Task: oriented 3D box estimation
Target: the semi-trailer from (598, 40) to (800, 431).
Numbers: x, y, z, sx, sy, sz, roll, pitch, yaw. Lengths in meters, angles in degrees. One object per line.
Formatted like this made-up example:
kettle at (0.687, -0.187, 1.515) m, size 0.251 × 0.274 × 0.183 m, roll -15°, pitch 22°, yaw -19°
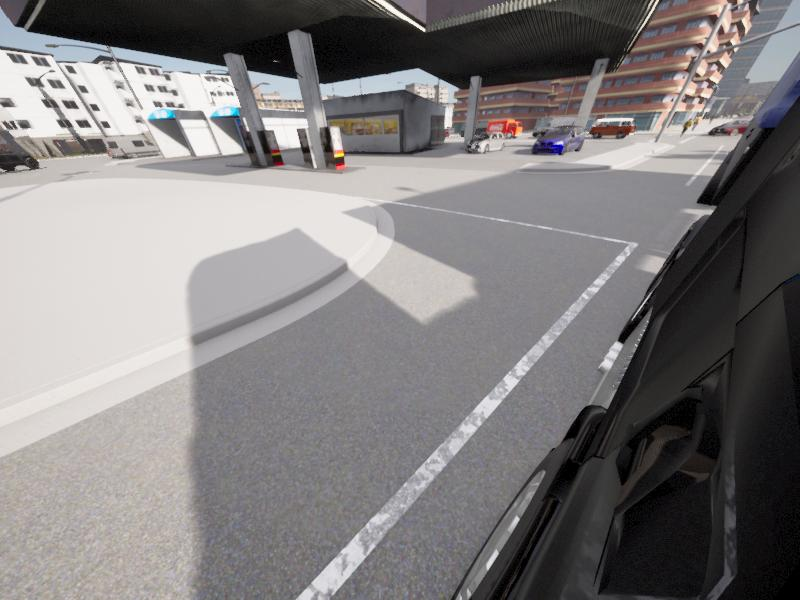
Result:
semi-trailer at (8.691, -3.612, 4.231) m, size 14.254 × 4.402 × 2.717 m, roll -28°, pitch 44°, yaw -30°

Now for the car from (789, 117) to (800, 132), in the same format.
car at (47.714, -20.559, 26.729) m, size 5.238 × 1.638 × 1.930 m, roll -29°, pitch 44°, yaw -30°

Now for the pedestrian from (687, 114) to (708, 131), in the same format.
pedestrian at (41.264, -24.631, 32.096) m, size 0.751 × 1.860 × 0.751 m, roll 1°, pitch 37°, yaw 4°

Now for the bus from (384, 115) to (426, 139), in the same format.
bus at (1.097, -41.614, 55.618) m, size 3.944 × 4.253 × 10.273 m, roll -29°, pitch 44°, yaw -31°

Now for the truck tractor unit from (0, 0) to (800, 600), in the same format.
truck tractor unit at (2.645, -0.295, 0.351) m, size 6.516 × 4.208 × 3.053 m, roll -28°, pitch 44°, yaw -30°

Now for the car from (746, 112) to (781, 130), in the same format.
car at (51.091, -25.225, 32.551) m, size 4.605 × 1.855 × 1.932 m, roll -28°, pitch 44°, yaw -30°

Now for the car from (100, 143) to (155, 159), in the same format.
car at (-41.676, -22.931, 35.548) m, size 2.152 × 1.651 × 5.027 m, roll 6°, pitch 38°, yaw 11°

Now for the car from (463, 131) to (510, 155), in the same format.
car at (7.686, -14.012, 20.553) m, size 3.806 × 1.475 × 1.970 m, roll -28°, pitch 44°, yaw -30°

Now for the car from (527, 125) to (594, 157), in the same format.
car at (11.957, -11.929, 17.232) m, size 4.611 × 1.667 × 2.242 m, roll -28°, pitch 44°, yaw -30°

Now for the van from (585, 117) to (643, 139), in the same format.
van at (26.180, -21.076, 28.443) m, size 2.069 × 2.038 × 4.480 m, roll -29°, pitch 44°, yaw -31°

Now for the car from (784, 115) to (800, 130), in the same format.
car at (53.104, -23.400, 30.318) m, size 4.792 × 1.488 × 2.163 m, roll -28°, pitch 44°, yaw -30°

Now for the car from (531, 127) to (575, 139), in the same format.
car at (21.689, -23.792, 32.976) m, size 1.895 × 1.301 × 4.718 m, roll -29°, pitch 44°, yaw -31°

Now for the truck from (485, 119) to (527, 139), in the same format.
truck at (16.880, -27.422, 37.147) m, size 2.627 × 2.467 × 5.204 m, roll -29°, pitch 44°, yaw -30°

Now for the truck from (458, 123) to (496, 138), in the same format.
truck at (14.472, -32.058, 43.802) m, size 2.390 × 2.098 × 6.274 m, roll -29°, pitch 44°, yaw -30°

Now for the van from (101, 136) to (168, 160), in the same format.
van at (-38.473, -22.407, 33.880) m, size 1.988 × 2.561 × 5.915 m, roll 5°, pitch 37°, yaw 10°

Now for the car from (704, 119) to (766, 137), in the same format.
car at (37.570, -19.359, 25.992) m, size 4.181 × 1.385 × 1.994 m, roll -9°, pitch 37°, yaw -9°

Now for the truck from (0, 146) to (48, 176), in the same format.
truck at (-38.404, -13.058, 21.752) m, size 2.390 × 2.098 × 6.274 m, roll -13°, pitch 38°, yaw -13°

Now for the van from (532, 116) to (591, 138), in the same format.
van at (24.000, -25.901, 34.702) m, size 2.351 × 2.431 × 6.366 m, roll -29°, pitch 44°, yaw -30°
